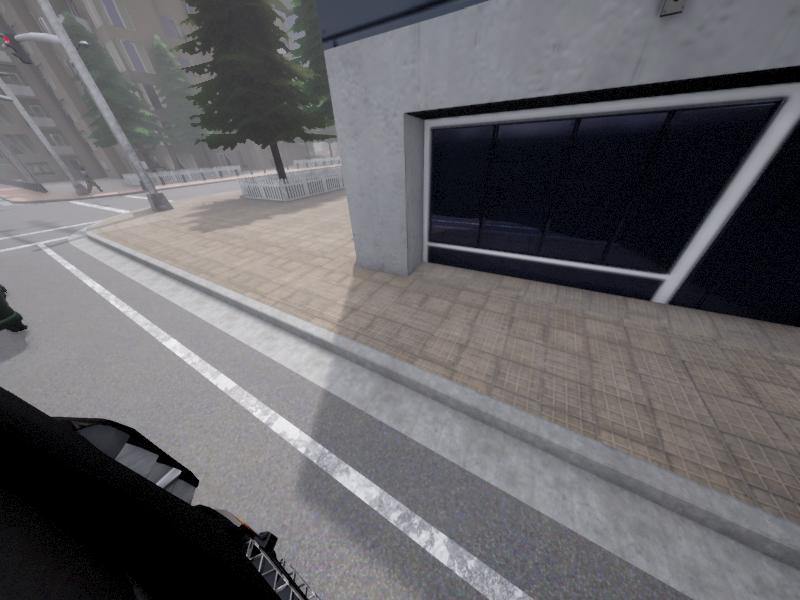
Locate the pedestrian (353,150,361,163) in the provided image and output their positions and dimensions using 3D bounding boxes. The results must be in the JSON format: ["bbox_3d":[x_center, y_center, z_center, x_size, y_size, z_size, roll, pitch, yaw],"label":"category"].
[{"bbox_3d":[-7.261,-24.301,39.129,0.751,1.860,0.751,18,39,29],"label":"pedestrian"}]

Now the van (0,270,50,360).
[{"bbox_3d":[-7.645,-0.328,3.238,4.442,1.987,1.775,16,38,26],"label":"van"}]

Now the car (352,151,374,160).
[{"bbox_3d":[-8.388,-32.894,52.751,4.514,1.525,2.007,15,38,25],"label":"car"}]

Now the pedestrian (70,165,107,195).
[{"bbox_3d":[-22.812,-8.779,16.954,0.751,1.860,0.751,17,39,28],"label":"pedestrian"}]
